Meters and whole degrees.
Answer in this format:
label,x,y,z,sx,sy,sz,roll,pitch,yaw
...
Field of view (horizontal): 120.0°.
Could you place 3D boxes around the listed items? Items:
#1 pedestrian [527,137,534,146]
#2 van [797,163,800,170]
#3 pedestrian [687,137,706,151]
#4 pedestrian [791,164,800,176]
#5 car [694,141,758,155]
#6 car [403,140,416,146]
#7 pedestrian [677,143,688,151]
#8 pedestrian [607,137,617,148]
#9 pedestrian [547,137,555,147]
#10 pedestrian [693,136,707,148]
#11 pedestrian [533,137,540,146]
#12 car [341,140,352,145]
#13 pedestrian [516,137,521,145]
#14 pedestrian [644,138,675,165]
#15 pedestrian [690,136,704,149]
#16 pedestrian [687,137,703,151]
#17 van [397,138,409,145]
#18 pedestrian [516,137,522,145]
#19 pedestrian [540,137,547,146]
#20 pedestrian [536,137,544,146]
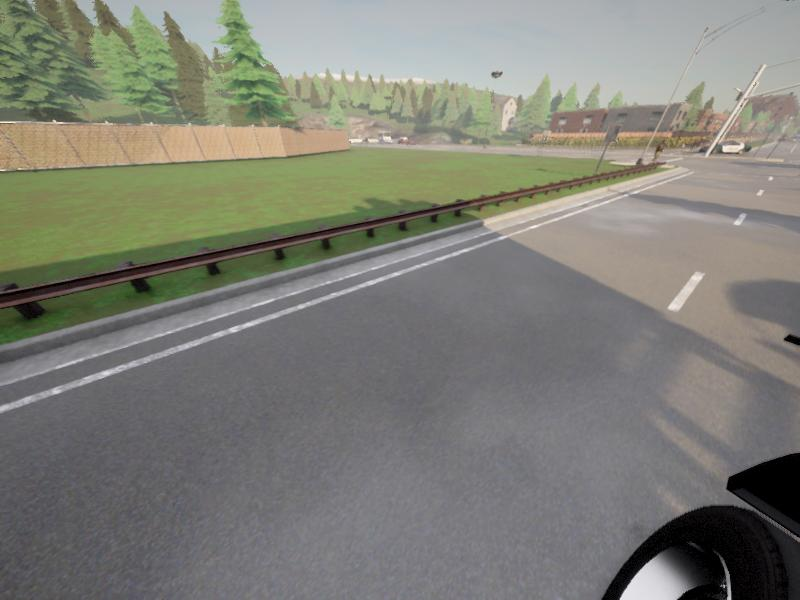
label,x,y,z,sx,sy,sz,roll,pitch,yaw
pedestrian,33.244,-40.396,58.902,0.751,1.860,0.751,-11,37,-14
van,33.691,-11.466,18.126,4.442,1.987,1.775,-22,41,-28
pedestrian,46.385,-24.456,36.168,0.751,1.860,0.751,-7,36,-9
pedestrian,26.412,-8.946,14.689,0.751,1.860,0.751,-25,42,-30
car,46.329,-21.755,32.983,4.974,1.542,2.038,7,36,10
car,3.052,-49.271,72.466,1.994,1.385,4.181,-22,41,-27
pedestrian,45.225,-24.517,36.970,0.500,1.100,0.500,15,38,20
pedestrian,43.400,-32.235,47.257,0.751,1.860,0.751,-22,41,-28
pedestrian,36.269,-38.030,55.526,0.751,1.860,0.751,-23,41,-28
pedestrian,58.289,-30.661,44.898,0.751,1.860,0.751,-19,39,-24
pedestrian,34.212,-39.632,57.813,0.751,1.860,0.751,-17,38,-22
car,-19.963,-59.005,86.358,1.816,1.474,4.193,-29,44,-35
pedestrian,34.204,-45.889,66.672,0.751,1.860,0.751,11,37,16
pedestrian,21.866,-12.515,19.519,0.751,1.860,0.751,-1,35,0
pedestrian,55.744,-29.556,43.356,0.751,1.860,0.751,29,44,35
pedestrian,47.064,-24.956,36.865,0.751,1.860,0.751,-22,41,-28
van,0.991,-54.848,79.799,2.069,2.038,4.480,-22,40,-27
pedestrian,34.008,-45.413,66.001,0.751,1.860,0.751,9,36,13
pedestrian,35.207,-38.885,56.746,0.751,1.860,0.751,-23,41,-28
pedestrian,34.726,-39.309,57.351,0.751,1.860,0.751,-8,36,-11
